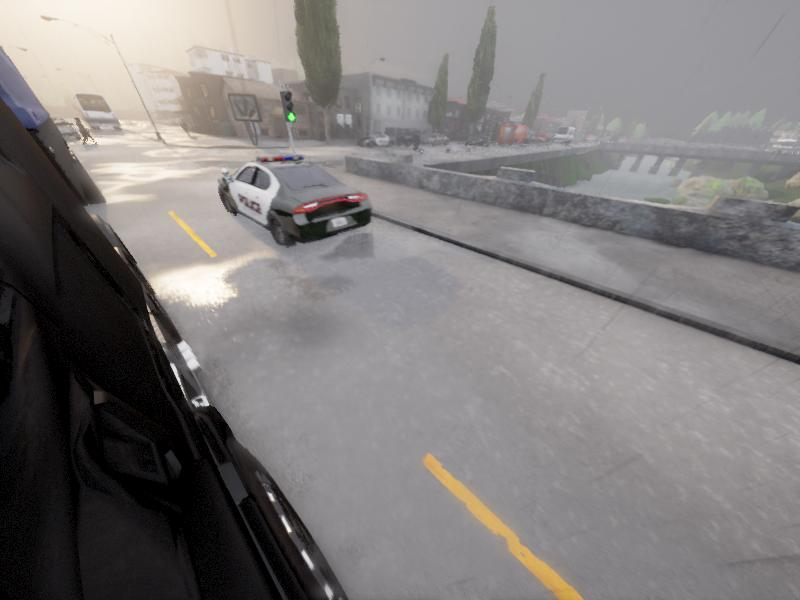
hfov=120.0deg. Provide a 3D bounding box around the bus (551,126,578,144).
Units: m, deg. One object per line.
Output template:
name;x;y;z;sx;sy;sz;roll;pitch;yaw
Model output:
bus;52.503;-52.483;73.564;3.944;4.253;10.273;30;44;31

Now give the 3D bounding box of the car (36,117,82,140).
car;-32.504;-16.434;22.093;3.988;1.617;1.851;29;44;31

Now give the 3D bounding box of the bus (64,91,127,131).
bus;-47.197;-29.104;35.814;10.273;4.253;3.944;30;44;31

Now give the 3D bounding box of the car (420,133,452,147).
car;5.684;-25.174;36.254;2.152;1.651;5.027;30;45;31

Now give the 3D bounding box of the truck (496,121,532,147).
truck;23.264;-33.618;46.840;2.891;3.827;8.468;30;45;31

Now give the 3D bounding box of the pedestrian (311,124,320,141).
pedestrian;-11.851;-23.447;32.405;0.751;1.860;0.751;-2;37;-6

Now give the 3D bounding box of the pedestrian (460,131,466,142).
pedestrian;13.607;-35.405;50.010;0.751;1.860;0.751;-22;44;-29

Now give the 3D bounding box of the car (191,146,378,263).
car;-3.043;-2.813;5.933;4.974;1.542;2.038;30;44;31

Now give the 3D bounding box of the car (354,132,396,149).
car;-2.975;-19.605;28.332;2.038;1.542;4.974;30;45;31

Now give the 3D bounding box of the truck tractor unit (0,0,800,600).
truck tractor unit;-2.645;-0.295;0.352;6.516;4.208;3.053;28;44;30

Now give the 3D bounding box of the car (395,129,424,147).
car;1.355;-22.520;32.206;1.905;1.878;3.866;30;45;31

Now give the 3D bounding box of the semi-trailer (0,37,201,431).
semi-trailer;-8.664;-3.635;4.252;14.254;4.402;2.717;29;44;30

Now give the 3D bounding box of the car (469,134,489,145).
car;15.579;-31.467;45.313;1.851;1.617;3.988;30;44;31

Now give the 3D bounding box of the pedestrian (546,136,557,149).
pedestrian;26.588;-27.723;40.623;0.751;1.860;0.751;-17;41;-25

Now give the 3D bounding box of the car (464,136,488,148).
car;12.409;-25.806;37.664;1.816;1.474;4.193;30;44;31

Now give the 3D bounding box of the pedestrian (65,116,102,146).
pedestrian;-24.192;-12.929;17.714;0.751;1.860;0.751;-20;42;-27
